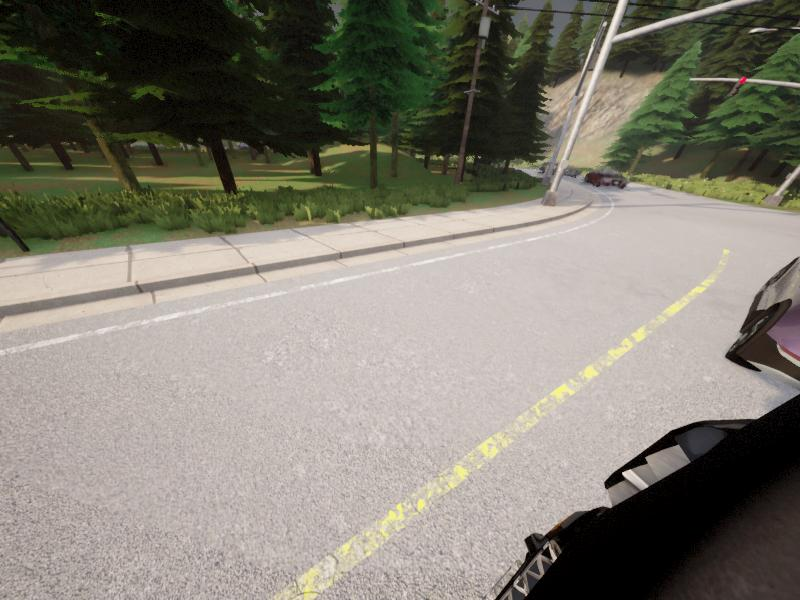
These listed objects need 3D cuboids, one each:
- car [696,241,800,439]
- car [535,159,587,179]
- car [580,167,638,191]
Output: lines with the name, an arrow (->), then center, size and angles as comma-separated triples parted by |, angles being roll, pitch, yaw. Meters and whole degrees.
car -> 6.133, 0.166, 2.698 | 4.856, 1.649, 2.033 | -17, 39, -28
car -> 18.743, -15.482, 27.243 | 2.152, 1.651, 5.027 | -1, 34, -6
car -> 17.741, -10.520, 19.920 | 1.994, 1.385, 4.181 | 10, 34, 11
